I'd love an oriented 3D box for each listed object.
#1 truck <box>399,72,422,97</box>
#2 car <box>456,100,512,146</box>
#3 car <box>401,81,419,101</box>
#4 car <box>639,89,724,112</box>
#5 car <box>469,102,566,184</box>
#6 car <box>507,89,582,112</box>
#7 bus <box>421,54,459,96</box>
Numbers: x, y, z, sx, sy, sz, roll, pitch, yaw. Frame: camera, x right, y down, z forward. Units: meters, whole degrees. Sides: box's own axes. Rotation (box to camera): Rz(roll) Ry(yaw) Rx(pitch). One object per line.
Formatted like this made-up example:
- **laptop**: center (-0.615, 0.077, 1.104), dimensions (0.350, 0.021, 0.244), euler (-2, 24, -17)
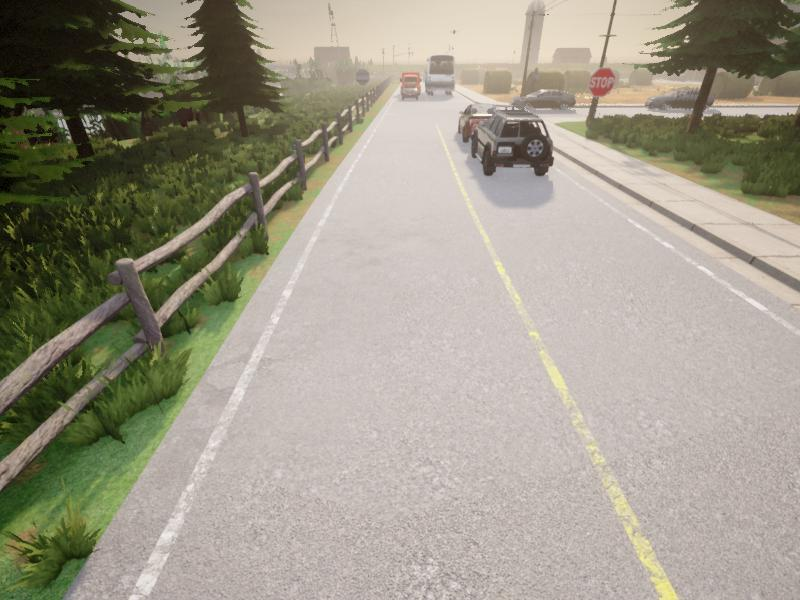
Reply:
- **truck**: center (1.289, -26.017, 48.116), dimensions (2.627, 2.467, 5.204), euler (1, 30, 1)
- **car**: center (3.871, -8.582, 19.188), dimensions (2.007, 1.525, 4.514), euler (2, 30, 3)
- **car**: center (1.078, -22.166, 42.375), dimensions (1.851, 1.617, 3.988), euler (1, 30, 1)
- **car**: center (22.133, -15.819, 31.669), dimensions (4.902, 1.511, 2.128), euler (-1, 30, -1)
- **car**: center (3.649, -5.440, 13.457), dimensions (1.932, 1.855, 4.605), euler (1, 30, 1)
- **car**: center (11.261, -15.711, 31.483), dimensions (4.902, 1.511, 2.128), euler (-1, 30, -1)
- **bus**: center (4.758, -28.218, 50.113), dimensions (3.944, 4.253, 10.273), euler (1, 30, 1)
